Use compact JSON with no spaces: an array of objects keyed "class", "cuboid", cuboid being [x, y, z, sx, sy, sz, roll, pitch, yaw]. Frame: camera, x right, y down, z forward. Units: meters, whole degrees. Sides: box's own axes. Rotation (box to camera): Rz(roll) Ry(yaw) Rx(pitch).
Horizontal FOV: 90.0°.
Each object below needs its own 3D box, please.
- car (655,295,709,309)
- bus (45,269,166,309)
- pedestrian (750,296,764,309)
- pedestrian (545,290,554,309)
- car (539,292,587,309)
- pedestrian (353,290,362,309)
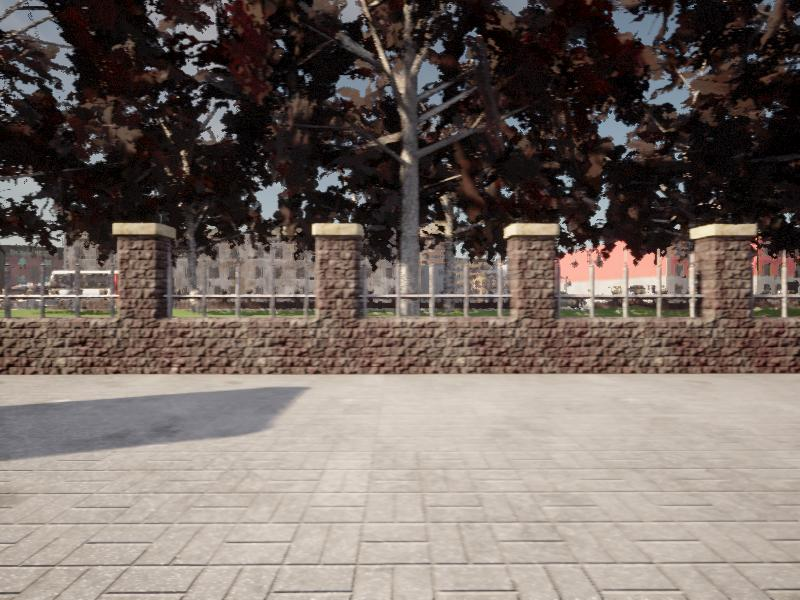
[{"class":"car","cuboid":[31.138,0.235,44.264,4.514,1.525,2.007,0,0,0]},{"class":"bus","cuboid":[-31.991,-1.148,43.851,10.273,4.253,3.944,0,0,-1]},{"class":"pedestrian","cuboid":[35.255,0.222,39.483,0.751,1.300,0.751,0,0,0]},{"class":"pedestrian","cuboid":[14.575,-0.065,39.071,0.751,1.860,0.751,0,0,11]},{"class":"car","cuboid":[17.936,0.055,44.165,4.605,1.855,1.932,0,0,0]},{"class":"pedestrian","cuboid":[-4.247,-0.072,39.788,0.751,1.860,0.751,0,0,4]}]
